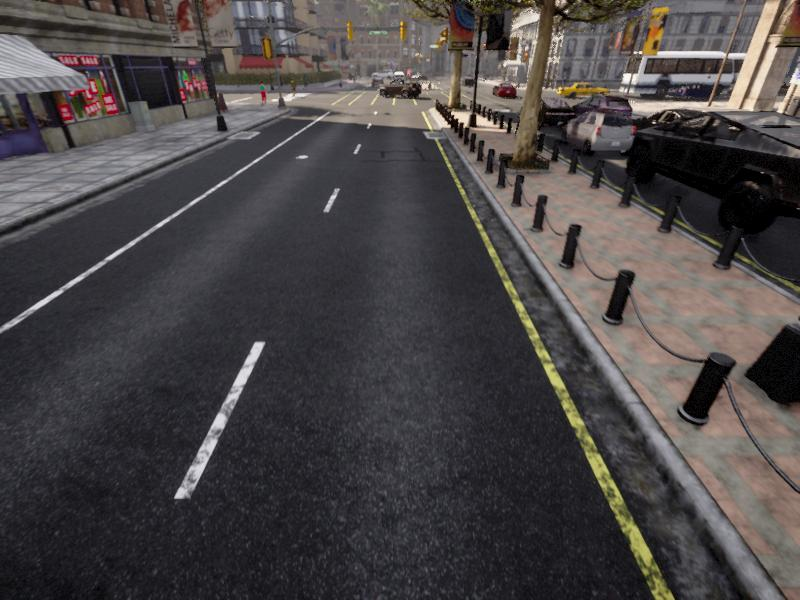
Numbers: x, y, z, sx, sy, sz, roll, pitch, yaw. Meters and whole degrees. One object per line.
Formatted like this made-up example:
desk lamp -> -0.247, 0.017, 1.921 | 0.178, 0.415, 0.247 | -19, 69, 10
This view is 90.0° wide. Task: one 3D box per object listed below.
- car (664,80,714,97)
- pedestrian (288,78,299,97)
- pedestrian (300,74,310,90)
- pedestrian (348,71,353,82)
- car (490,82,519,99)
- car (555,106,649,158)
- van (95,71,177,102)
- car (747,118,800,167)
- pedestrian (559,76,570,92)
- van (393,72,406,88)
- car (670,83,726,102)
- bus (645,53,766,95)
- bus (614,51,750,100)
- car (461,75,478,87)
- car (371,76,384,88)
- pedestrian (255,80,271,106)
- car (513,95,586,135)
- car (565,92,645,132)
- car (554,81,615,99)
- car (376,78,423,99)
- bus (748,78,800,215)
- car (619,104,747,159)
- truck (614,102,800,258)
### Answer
car -> 32.698, -24.033, 45.401 | 3.988, 1.617, 1.851 | 0, 30, 0
pedestrian -> -11.601, -23.126, 43.536 | 0.751, 1.860, 0.751 | 0, 30, 1
pedestrian -> -13.000, -29.900, 54.788 | 0.751, 1.860, 0.751 | 21, 36, 32
pedestrian -> -9.691, -43.572, 78.112 | 0.751, 1.860, 0.751 | 3, 31, 5
car -> 11.433, -23.061, 43.969 | 1.994, 1.385, 4.181 | 0, 30, 0
car -> 7.969, -6.899, 16.240 | 1.845, 1.501, 3.633 | 0, 30, 0
van -> -25.462, -20.703, 38.774 | 5.915, 2.561, 1.988 | -1, 30, -1
car -> 14.721, -5.165, 13.505 | 1.895, 1.301, 4.718 | 0, 30, 0
pedestrian -> 21.300, -28.036, 51.926 | 0.751, 1.860, 0.751 | 1, 30, 1
van -> -0.090, -35.508, 64.531 | 2.069, 2.038, 4.480 | 0, 30, 0
car -> 29.249, -20.458, 39.355 | 3.705, 1.549, 1.789 | 0, 30, 0
bus -> 35.979, -26.889, 47.660 | 10.273, 4.253, 3.944 | 0, 30, 0
bus -> 29.007, -23.453, 41.795 | 10.273, 4.253, 3.944 | 0, 30, 0
car -> 11.401, -36.146, 66.019 | 1.930, 1.638, 5.238 | 0, 30, 0
car -> -3.596, -35.559, 65.207 | 1.812, 1.442, 4.674 | 0, 30, 0
pedestrian -> -11.059, -16.743, 32.346 | 0.751, 1.860, 0.751 | -2, 30, -3
car -> 7.960, -10.198, 21.884 | 2.128, 1.511, 4.902 | 0, 30, 0
car -> 11.462, -10.838, 22.863 | 2.033, 1.649, 4.856 | 0, 30, 0
car -> 19.501, -22.271, 42.416 | 5.366, 1.575, 1.801 | 1, 30, 2
car -> -0.050, -22.339, 42.225 | 4.605, 1.855, 1.932 | 17, 34, 27
bus -> 11.348, -2.047, 5.273 | 3.944, 4.253, 10.273 | 0, 30, 0
car -> 11.468, -7.175, 16.746 | 1.837, 1.490, 4.892 | 0, 30, 0
truck -> 7.977, -3.253, 9.456 | 2.390, 2.098, 6.274 | 0, 30, 0
